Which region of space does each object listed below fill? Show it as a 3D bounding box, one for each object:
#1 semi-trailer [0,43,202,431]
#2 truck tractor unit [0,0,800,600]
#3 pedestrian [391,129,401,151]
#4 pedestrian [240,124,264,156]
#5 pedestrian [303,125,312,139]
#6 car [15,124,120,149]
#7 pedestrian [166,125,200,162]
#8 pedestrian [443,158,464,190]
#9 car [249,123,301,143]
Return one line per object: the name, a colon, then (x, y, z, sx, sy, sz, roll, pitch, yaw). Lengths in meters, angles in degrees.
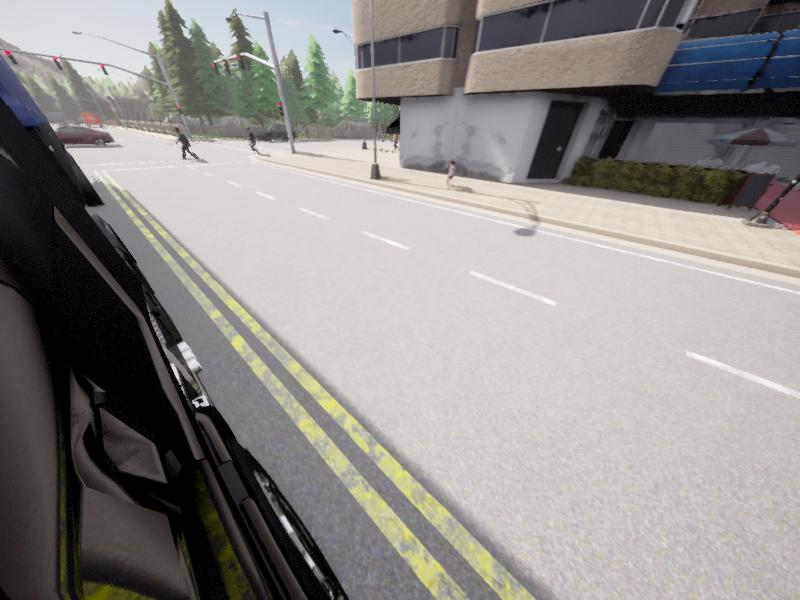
semi-trailer: (-8.707, -3.570, 4.261, 14.254, 4.402, 2.717, 28, 44, 30)
truck tractor unit: (-2.645, -0.295, 0.351, 6.516, 4.208, 3.053, 28, 44, 30)
pedestrian: (-0.472, -17.390, 25.124, 0.751, 1.860, 0.751, -26, 45, -32)
pedestrian: (-10.823, -11.692, 16.932, 0.751, 1.860, 0.751, 26, 43, 28)
pedestrian: (-15.437, -27.928, 38.436, 0.751, 1.860, 0.751, -30, 47, -35)
car: (-26.870, -13.404, 18.940, 1.812, 1.442, 4.674, 28, 44, 30)
pedestrian: (-13.579, -9.801, 14.479, 0.751, 1.860, 0.751, 28, 44, 31)
pedestrian: (2.214, -5.218, 9.584, 0.500, 1.100, 0.500, 28, 44, 31)
car: (-17.225, -23.242, 32.169, 2.150, 2.045, 5.566, 30, 44, 32)
